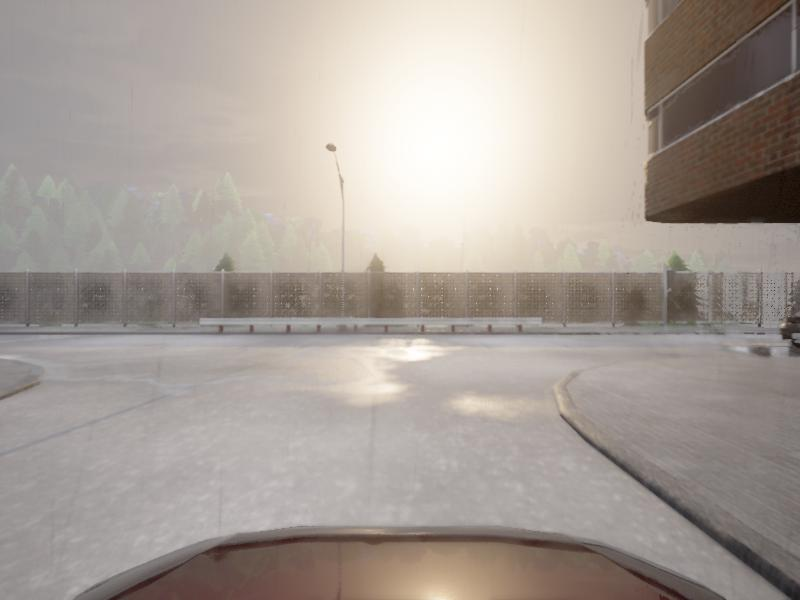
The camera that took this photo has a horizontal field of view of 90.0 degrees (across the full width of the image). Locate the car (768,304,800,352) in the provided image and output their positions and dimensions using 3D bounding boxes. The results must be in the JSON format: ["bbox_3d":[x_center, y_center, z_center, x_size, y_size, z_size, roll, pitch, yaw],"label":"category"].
[{"bbox_3d":[14.684,0.857,12.436,4.892,1.490,1.837,0,0,-2],"label":"car"}]
